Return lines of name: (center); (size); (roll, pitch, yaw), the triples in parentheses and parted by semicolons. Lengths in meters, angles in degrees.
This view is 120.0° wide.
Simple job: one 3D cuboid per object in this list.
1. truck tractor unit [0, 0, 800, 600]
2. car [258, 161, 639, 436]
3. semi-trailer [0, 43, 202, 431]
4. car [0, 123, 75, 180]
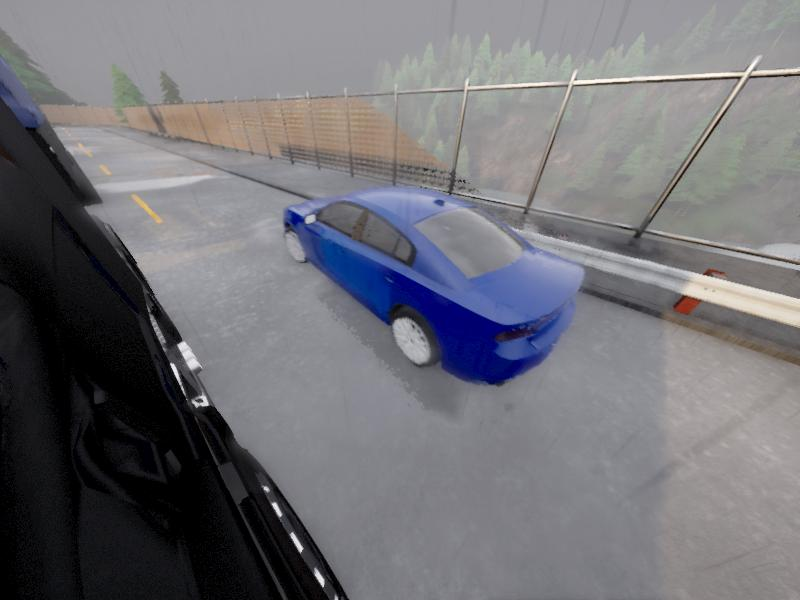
truck tractor unit: (-2.645, -0.295, 0.351); (6.516, 4.208, 3.053); (28, 44, 30)
car: (-0.131, -0.916, 3.573); (1.882, 1.535, 5.008); (-27, 46, -34)
semi-trailer: (-8.698, -3.605, 4.228); (14.254, 4.402, 2.717); (28, 44, 30)
car: (-16.617, -6.692, 10.181); (5.238, 1.638, 1.930); (28, 44, 30)
